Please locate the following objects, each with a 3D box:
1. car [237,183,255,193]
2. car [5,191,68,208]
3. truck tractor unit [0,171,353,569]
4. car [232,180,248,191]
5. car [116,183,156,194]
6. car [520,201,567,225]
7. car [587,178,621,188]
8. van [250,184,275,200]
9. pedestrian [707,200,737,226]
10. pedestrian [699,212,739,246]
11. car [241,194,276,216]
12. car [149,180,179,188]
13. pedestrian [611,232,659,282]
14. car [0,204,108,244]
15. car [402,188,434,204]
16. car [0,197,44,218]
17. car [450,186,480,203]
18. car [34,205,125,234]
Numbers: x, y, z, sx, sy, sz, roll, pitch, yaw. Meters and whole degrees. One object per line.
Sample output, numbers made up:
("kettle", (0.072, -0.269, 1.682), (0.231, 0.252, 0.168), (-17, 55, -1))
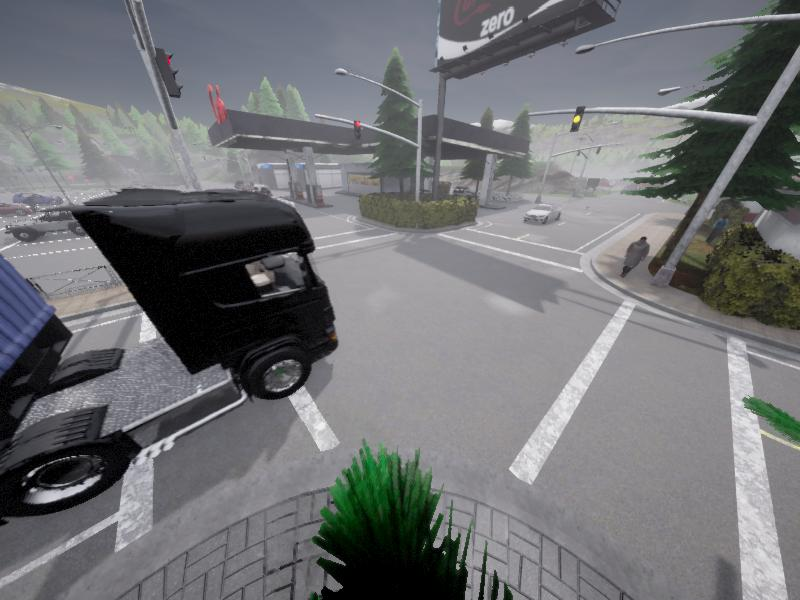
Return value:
("car", (-31.437, -22.829, 47.011), (2.007, 1.525, 4.514), (-22, 37, -33))
("car", (-45.788, -12.777, 29.270), (3.633, 1.501, 1.845), (-23, 37, -34))
("truck tractor unit", (-4.626, 0.376, 3.750), (6.516, 4.208, 3.053), (-23, 37, -34))
("car", (-35.570, -25.495, 51.265), (1.905, 1.878, 3.866), (-22, 37, -33))
("car", (-49.532, -20.953, 43.472), (4.514, 1.523, 2.007), (-23, 37, -34))
("car", (13.323, -8.082, 21.356), (4.674, 1.442, 1.812), (-22, 36, -34))
("car", (50.556, -29.130, 57.422), (2.150, 2.045, 5.566), (-22, 37, -33))
("van", (-22.168, -17.426, 37.145), (2.069, 2.038, 4.480), (-22, 37, -33))
("pedestrian", (27.096, -7.322, 19.453), (0.751, 1.860, 0.751), (-21, 36, -32))
("pedestrian", (19.690, -4.392, 14.318), (0.751, 1.860, 0.751), (-23, 37, -34))
("car", (-15.972, -10.737, 25.967), (2.033, 1.649, 4.856), (-22, 37, -33))
("car", (-58.309, -28.694, 57.219), (4.792, 1.488, 2.163), (-23, 37, -34))
("pedestrian", (10.053, -1.835, 9.941), (0.751, 1.860, 0.751), (-24, 38, -35))
("car", (-23.841, -5.383, 15.979), (3.866, 1.878, 1.905), (-23, 37, -34))
("car", (2.620, -15.713, 34.677), (2.242, 1.667, 4.611), (-23, 37, -34))
("car", (-39.420, -8.945, 22.590), (4.514, 1.523, 2.007), (-23, 37, -34))
("car", (9.747, -16.005, 34.849), (1.905, 1.878, 3.866), (-23, 37, -34))
("car", (-25.501, -6.610, 18.671), (3.806, 1.475, 1.970), (-23, 37, -34))
